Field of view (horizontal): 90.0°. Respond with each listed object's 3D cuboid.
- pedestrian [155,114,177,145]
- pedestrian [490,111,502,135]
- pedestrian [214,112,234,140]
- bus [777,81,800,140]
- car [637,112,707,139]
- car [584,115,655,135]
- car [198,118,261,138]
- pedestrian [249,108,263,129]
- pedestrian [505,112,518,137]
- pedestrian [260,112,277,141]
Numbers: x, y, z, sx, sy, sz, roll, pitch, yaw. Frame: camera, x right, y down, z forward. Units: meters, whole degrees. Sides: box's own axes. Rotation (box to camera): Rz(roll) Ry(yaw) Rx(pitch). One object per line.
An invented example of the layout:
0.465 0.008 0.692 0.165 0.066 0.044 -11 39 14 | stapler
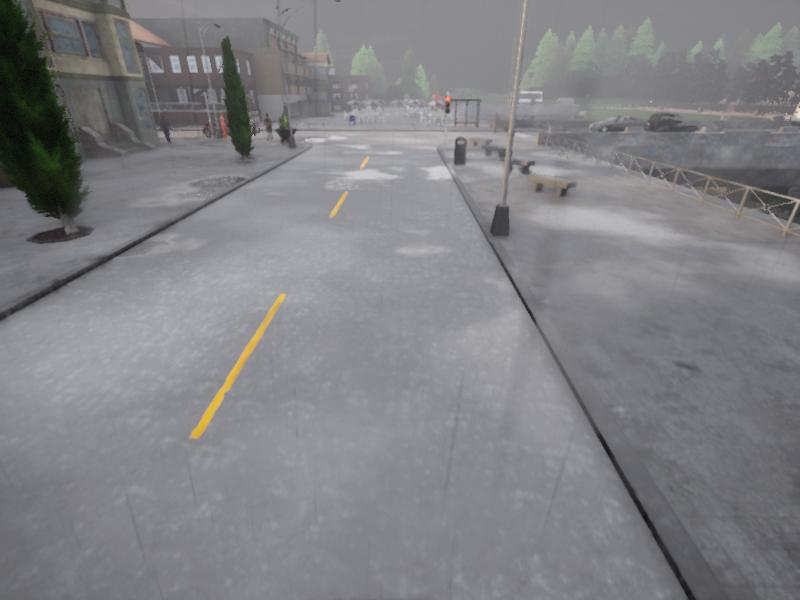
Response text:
-15.501 -11.335 26.558 0.751 1.860 0.751 -10 29 -19 | pedestrian
8.297 -15.374 34.757 0.751 1.860 0.751 3 27 6 | pedestrian
-12.980 -12.833 29.475 0.751 1.860 0.751 22 34 36 | pedestrian
37.657 -15.066 31.694 10.273 4.253 3.944 0 27 2 | bus
21.794 -14.025 32.185 3.866 1.878 1.905 0 27 0 | car
19.543 -15.686 35.846 4.902 1.511 2.128 1 27 2 | car
-13.890 -14.105 32.786 4.181 1.385 1.994 1 27 1 | car
-13.985 -17.689 38.988 0.751 1.860 0.751 24 36 39 | pedestrian
9.148 -14.456 32.960 0.751 1.860 0.751 3 27 6 | pedestrian
-9.510 -12.578 28.987 0.751 1.860 0.751 0 27 0 | pedestrian
